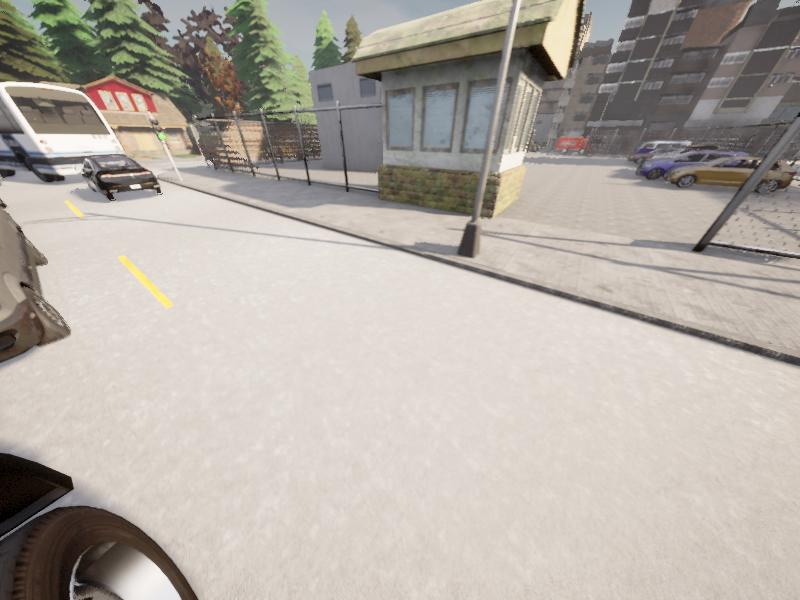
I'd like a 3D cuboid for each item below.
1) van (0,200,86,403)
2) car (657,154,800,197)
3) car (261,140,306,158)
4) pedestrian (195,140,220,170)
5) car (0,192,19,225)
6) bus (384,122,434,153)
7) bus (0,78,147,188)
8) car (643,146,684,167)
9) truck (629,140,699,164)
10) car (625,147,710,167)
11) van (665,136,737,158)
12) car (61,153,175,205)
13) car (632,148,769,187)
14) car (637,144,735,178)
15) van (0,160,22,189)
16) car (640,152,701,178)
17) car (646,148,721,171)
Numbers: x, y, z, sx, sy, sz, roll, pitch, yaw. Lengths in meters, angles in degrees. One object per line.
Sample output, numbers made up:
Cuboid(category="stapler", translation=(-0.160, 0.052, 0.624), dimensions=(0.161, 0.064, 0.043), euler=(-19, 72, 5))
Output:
Cuboid(category="van", translation=(-6.747, -0.805, 2.783), dimensions=(5.915, 2.561, 1.988), euler=(23, 41, 28))
Cuboid(category="car", translation=(16.675, -6.530, 11.880), dimensions=(4.193, 1.474, 1.816), euler=(22, 41, 28))
Cuboid(category="car", translation=(-15.089, -19.747, 30.143), dimensions=(1.932, 1.855, 4.605), euler=(21, 40, 27))
Cuboid(category="pedestrian", translation=(-14.654, -11.086, 17.642), dimensions=(0.751, 1.860, 0.751), euler=(-19, 39, -25))
Cuboid(category="car", translation=(-14.052, -3.286, 7.087), dimensions=(3.705, 1.549, 1.789), euler=(22, 40, 27))
Cuboid(category="bus", translation=(1.906, -30.441, 43.409), dimensions=(3.944, 4.253, 10.273), euler=(22, 41, 28))
Cuboid(category="bus", translation=(-21.809, -9.627, 13.668), dimensions=(10.273, 4.253, 3.944), euler=(13, 37, 17))
Cuboid(category="car", translation=(26.446, -14.538, 23.304), dimensions=(1.789, 1.547, 3.705), euler=(22, 41, 28))
Cuboid(category="truck", translation=(29.139, -16.580, 25.808), dimensions=(4.478, 2.038, 2.069), euler=(22, 41, 28))
Cuboid(category="car", translation=(26.707, -14.531, 23.421), dimensions=(5.357, 1.415, 2.033), euler=(22, 41, 28))
Cuboid(category="van", translation=(44.749, -22.881, 34.571), dimensions=(1.988, 2.561, 5.915), euler=(-23, 41, -32))
Cuboid(category="car", translation=(-12.843, -5.663, 10.510), dimensions=(4.902, 1.511, 2.128), euler=(23, 41, 28))
Cuboid(category="car", translation=(17.914, -8.315, 14.305), dimensions=(4.611, 1.667, 2.242), euler=(22, 41, 28))
Cuboid(category="car", translation=(20.608, -10.320, 16.990), dimensions=(3.866, 1.878, 1.905), euler=(22, 41, 28))
Cuboid(category="van", translation=(-22.498, -6.366, 11.002), dimensions=(4.442, 1.987, 1.775), euler=(-2, 35, -4))
Cuboid(category="car", translation=(18.650, -9.431, 16.075), dimensions=(2.207, 1.379, 1.481), euler=(22, 41, 28))
Cuboid(category="car", translation=(24.330, -12.257, 20.068), dimensions=(3.633, 1.501, 1.845), euler=(22, 41, 28))
